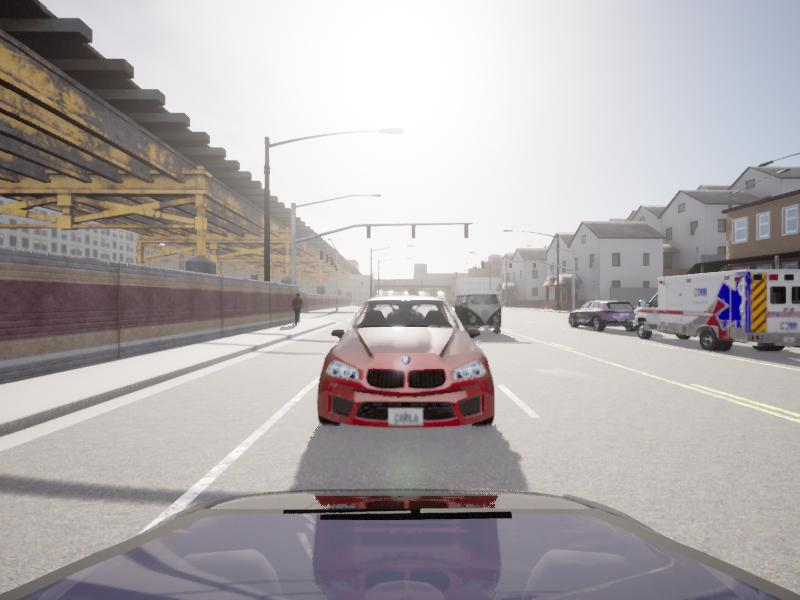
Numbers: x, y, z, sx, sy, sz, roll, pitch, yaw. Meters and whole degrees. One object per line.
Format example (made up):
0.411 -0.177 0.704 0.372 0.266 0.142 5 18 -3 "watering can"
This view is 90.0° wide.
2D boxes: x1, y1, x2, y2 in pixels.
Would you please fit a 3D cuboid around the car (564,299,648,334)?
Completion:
10.773 0.778 21.404 2.033 1.649 4.856 0 0 1 "car"

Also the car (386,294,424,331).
0.284 0.646 22.395 1.905 1.878 3.866 0 0 1 "car"

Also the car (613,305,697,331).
14.186 0.944 22.643 1.895 1.301 4.718 0 0 2 "car"

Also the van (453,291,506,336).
3.752 0.600 19.611 1.775 1.987 4.442 0 0 1 "van"

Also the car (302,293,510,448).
0.093 0.757 6.617 2.242 1.667 4.611 0 0 1 "car"

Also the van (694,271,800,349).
14.186 0.322 15.030 1.988 2.561 5.915 0 0 1 "van"

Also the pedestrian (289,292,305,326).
-5.734 0.485 22.330 0.751 1.860 0.751 0 0 -6 "pedestrian"

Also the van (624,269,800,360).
10.684 0.378 13.842 2.351 2.431 6.366 0 0 1 "van"
